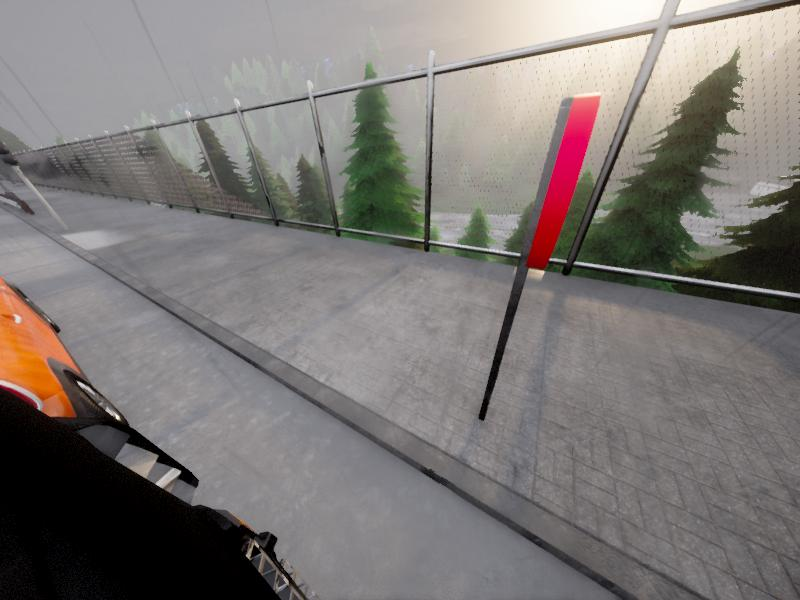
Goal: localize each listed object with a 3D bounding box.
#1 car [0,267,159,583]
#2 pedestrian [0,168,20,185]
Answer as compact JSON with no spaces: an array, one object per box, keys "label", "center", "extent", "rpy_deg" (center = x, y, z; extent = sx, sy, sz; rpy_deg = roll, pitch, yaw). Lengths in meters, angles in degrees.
[{"label":"car","center":[-4.632,0.597,1.775],"extent":[4.553,1.767,2.097],"rpy_deg":[16,38,26]},{"label":"pedestrian","center":[-51.713,-16.251,30.442],"extent":[0.751,1.860,0.751],"rpy_deg":[16,38,26]}]
